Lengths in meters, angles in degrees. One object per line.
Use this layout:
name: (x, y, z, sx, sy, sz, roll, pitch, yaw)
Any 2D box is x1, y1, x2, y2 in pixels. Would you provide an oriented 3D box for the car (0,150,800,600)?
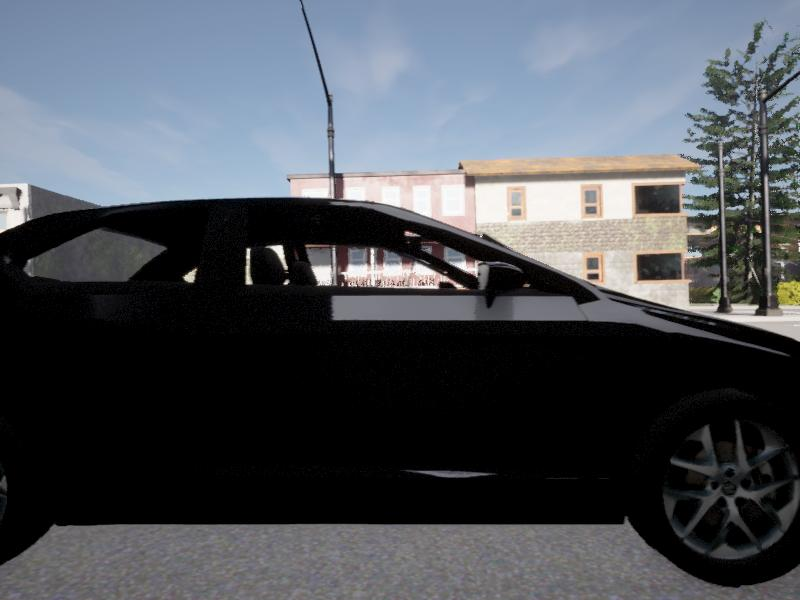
car: (-0.169, 0.255, 2.203, 4.193, 1.474, 1.816, 0, 0, 0)

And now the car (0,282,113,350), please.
car: (-9.417, 0.358, 9.212, 4.181, 1.385, 1.994, -1, 0, 0)
